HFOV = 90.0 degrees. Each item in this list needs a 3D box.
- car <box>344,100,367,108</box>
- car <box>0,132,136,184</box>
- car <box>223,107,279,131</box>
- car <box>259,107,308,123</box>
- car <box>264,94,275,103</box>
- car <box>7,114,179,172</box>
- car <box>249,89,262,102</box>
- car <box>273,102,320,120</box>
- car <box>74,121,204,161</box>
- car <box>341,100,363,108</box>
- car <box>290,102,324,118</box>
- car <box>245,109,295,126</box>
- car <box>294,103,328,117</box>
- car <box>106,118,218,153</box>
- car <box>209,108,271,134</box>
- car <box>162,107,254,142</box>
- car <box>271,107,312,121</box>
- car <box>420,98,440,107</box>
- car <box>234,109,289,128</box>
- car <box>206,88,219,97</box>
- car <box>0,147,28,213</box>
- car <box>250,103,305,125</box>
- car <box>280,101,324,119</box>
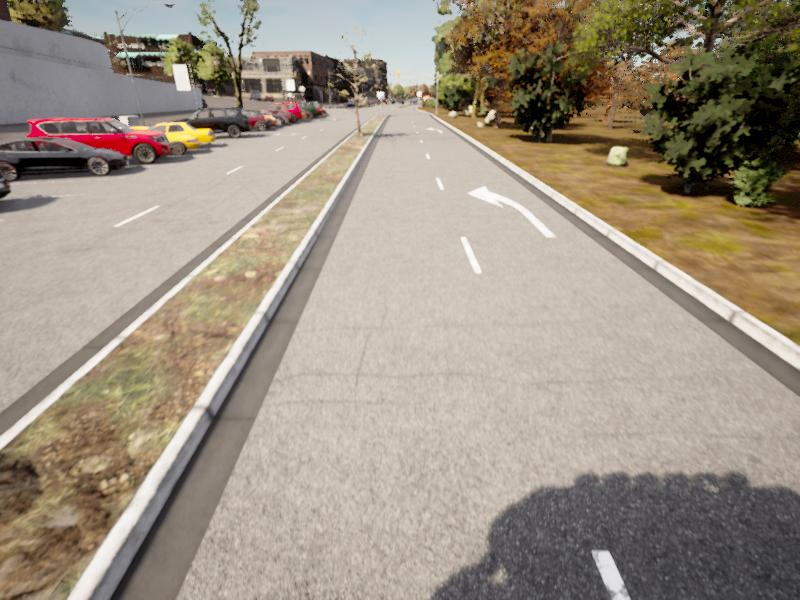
[{"bbox_3d":[-10.833,-47.931,97.686,5.366,1.575,1.946,-8,28,-13],"label":"car"},{"bbox_3d":[-13.799,-5.774,16.086,4.792,1.488,2.163,-10,29,-17],"label":"car"},{"bbox_3d":[-13.846,-16.922,37.323,4.553,1.767,2.185,-10,28,-17],"label":"car"},{"bbox_3d":[-13.976,-22.252,48.017,5.366,1.575,1.946,-10,29,-17],"label":"car"},{"bbox_3d":[-28.193,-43.462,86.346,2.002,1.452,4.674,-4,26,-20],"label":"car"},{"bbox_3d":[-13.802,-7.408,18.622,5.566,2.045,2.435,-10,29,-17],"label":"car"},{"bbox_3d":[-31.187,-43.992,86.141,2.435,2.045,5.566,-4,26,-20],"label":"car"},{"bbox_3d":[-13.808,-25.233,53.304,5.566,2.045,2.435,-10,29,-17],"label":"car"},{"bbox_3d":[-13.648,-8.597,21.443,5.366,1.575,1.946,-10,29,-17],"label":"car"},{"bbox_3d":[-11.477,-46.528,95.043,4.792,1.488,2.163,-8,28,-13],"label":"car"},{"bbox_3d":[-13.621,-27.974,58.723,4.442,1.987,1.878,-10,28,-17],"label":"car"},{"bbox_3d":[-13.835,-19.517,42.730,4.792,1.488,2.163,-10,29,-17],"label":"car"},{"bbox_3d":[-13.647,-29.238,61.421,4.553,1.767,2.185,-10,29,-17],"label":"car"},{"bbox_3d":[-13.994,-9.912,23.990,5.366,1.575,1.946,-10,29,-17],"label":"car"},{"bbox_3d":[-13.785,-15.560,34.666,4.553,1.767,2.185,-10,29,-17],"label":"car"},{"bbox_3d":[-13.844,-12.913,29.251,5.566,2.045,2.435,-10,29,-17],"label":"car"},{"bbox_3d":[-13.787,-23.611,50.768,4.674,1.452,2.002,-10,29,-17],"label":"car"},{"bbox_3d":[7.250,-47.977,97.223,4.442,1.987,1.878,-6,28,-13],"label":"car"},{"bbox_3d":[-13.818,-18.182,40.060,4.892,1.521,2.231,-10,28,-17],"label":"car"},{"bbox_3d":[-40.225,-44.527,85.920,2.231,1.521,4.892,-4,26,-20],"label":"car"},{"bbox_3d":[-13.821,-3.020,10.737,5.008,1.535,2.097,-10,29,-17],"label":"car"},{"bbox_3d":[-13.835,-21.133,45.276,5.566,2.045,2.435,-10,29,-17],"label":"car"},{"bbox_3d":[-13.736,-26.615,56.007,5.566,2.045,2.435,-10,28,-17],"label":"car"}]
